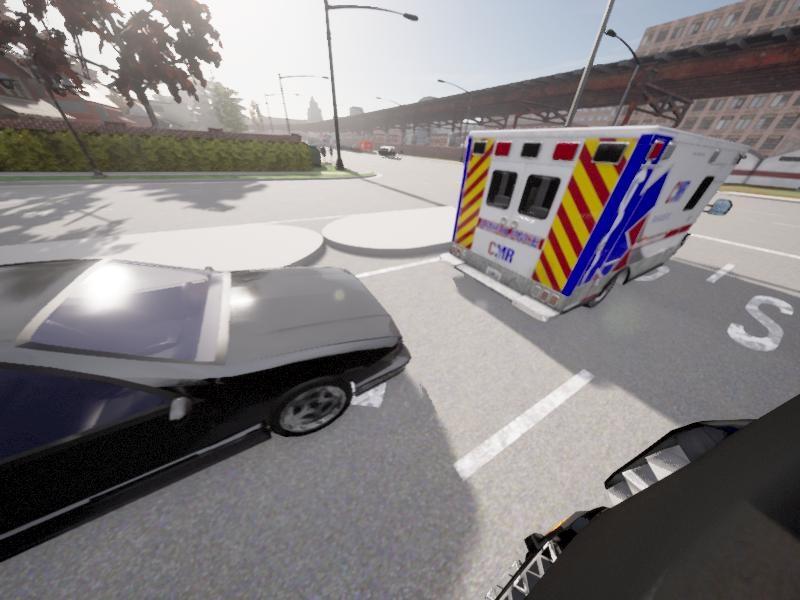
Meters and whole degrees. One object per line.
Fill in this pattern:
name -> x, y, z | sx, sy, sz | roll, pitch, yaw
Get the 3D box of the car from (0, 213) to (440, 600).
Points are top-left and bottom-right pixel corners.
car -> -2.562, 0.578, 1.619 | 5.357, 1.411, 2.033 | -16, 38, -26

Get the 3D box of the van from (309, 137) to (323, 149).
van -> -23.698, -44.133, 64.987 | 1.988, 2.561, 5.915 | -16, 39, -26

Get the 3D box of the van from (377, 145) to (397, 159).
van -> -2.667, -30.509, 47.667 | 2.069, 2.038, 4.480 | -19, 41, -29

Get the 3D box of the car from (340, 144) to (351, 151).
car -> -15.314, -42.992, 65.027 | 1.789, 1.549, 3.705 | -16, 39, -26

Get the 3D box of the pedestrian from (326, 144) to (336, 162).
pedestrian -> -8.840, -18.845, 29.633 | 0.751, 1.860, 0.751 | -16, 38, -26

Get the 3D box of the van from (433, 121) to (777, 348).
van -> 4.076, -1.734, 4.683 | 6.366, 2.431, 2.351 | -16, 38, -26

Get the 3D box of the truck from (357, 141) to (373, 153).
truck -> -9.472, -41.321, 62.374 | 2.627, 2.467, 5.204 | -16, 39, -26

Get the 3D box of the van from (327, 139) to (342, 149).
van -> -20.394, -48.660, 71.968 | 2.351, 2.431, 6.366 | -16, 39, -26

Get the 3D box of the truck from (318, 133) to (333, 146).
truck -> -28.884, -62.119, 89.372 | 2.891, 3.827, 8.468 | -16, 39, -26

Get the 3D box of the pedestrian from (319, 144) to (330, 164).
pedestrian -> -8.722, -16.866, 26.665 | 0.751, 1.860, 0.751 | -16, 38, -26

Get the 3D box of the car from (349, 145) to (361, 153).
car -> -11.824, -39.361, 60.114 | 1.789, 1.549, 3.705 | -16, 39, -26

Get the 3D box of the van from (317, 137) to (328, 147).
van -> -27.566, -56.188, 82.030 | 1.988, 2.561, 5.915 | -16, 39, -26
